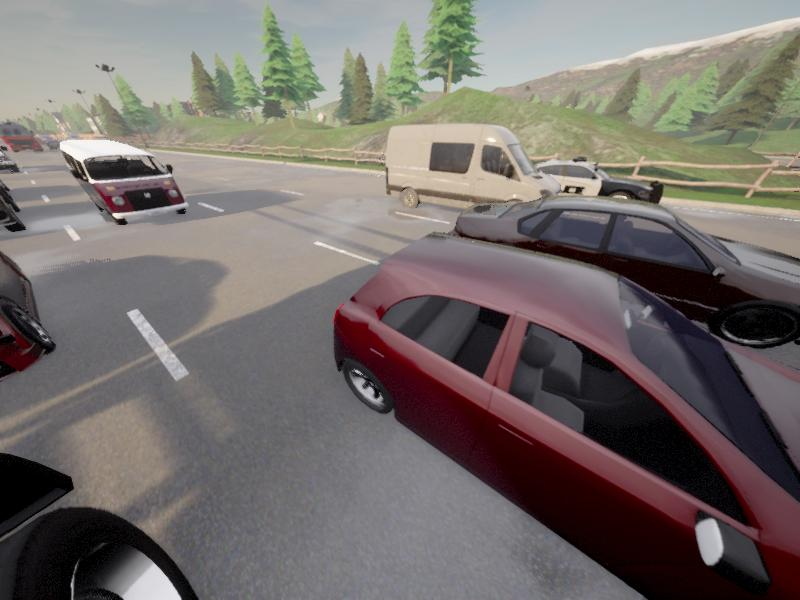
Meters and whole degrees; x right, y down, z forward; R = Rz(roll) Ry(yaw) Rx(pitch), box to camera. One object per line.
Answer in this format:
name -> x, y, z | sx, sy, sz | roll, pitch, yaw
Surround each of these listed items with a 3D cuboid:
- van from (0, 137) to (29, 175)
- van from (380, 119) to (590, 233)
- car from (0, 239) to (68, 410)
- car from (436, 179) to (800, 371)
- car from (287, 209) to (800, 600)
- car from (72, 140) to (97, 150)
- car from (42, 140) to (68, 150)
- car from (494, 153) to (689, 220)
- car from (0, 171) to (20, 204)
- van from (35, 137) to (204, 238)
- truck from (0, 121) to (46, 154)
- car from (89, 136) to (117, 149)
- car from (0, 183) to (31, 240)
van -> -30.194, -10.461, 16.367 | 6.366, 2.431, 2.351 | 17, 39, 22
van -> 2.298, -4.388, 7.880 | 5.915, 2.561, 1.988 | 22, 41, 28
car -> -6.060, 0.105, 2.540 | 4.181, 1.385, 1.994 | 22, 41, 28
car -> 3.561, -0.937, 4.010 | 5.357, 1.411, 2.033 | 22, 41, 28
car -> 1.220, 0.528, 1.817 | 3.633, 1.501, 1.845 | 22, 41, 28
car -> -59.475, -29.246, 43.591 | 3.806, 1.475, 1.970 | 22, 41, 28
car -> -62.061, -27.900, 41.528 | 3.633, 1.501, 1.845 | 22, 41, 28
car -> 6.819, -4.655, 9.053 | 5.238, 1.638, 1.930 | 22, 41, 28
car -> -18.256, -4.958, 9.491 | 4.792, 1.488, 2.163 | 22, 41, 28
van -> -9.011, -3.894, 7.518 | 4.480, 2.038, 2.069 | 25, 42, 26
truck -> -58.755, -24.989, 35.488 | 8.468, 3.827, 2.891 | 22, 41, 28
car -> -62.410, -33.190, 48.576 | 5.566, 2.045, 2.150 | 22, 41, 28
car -> -12.902, -2.824, 6.388 | 5.027, 1.651, 2.152 | 22, 41, 28
